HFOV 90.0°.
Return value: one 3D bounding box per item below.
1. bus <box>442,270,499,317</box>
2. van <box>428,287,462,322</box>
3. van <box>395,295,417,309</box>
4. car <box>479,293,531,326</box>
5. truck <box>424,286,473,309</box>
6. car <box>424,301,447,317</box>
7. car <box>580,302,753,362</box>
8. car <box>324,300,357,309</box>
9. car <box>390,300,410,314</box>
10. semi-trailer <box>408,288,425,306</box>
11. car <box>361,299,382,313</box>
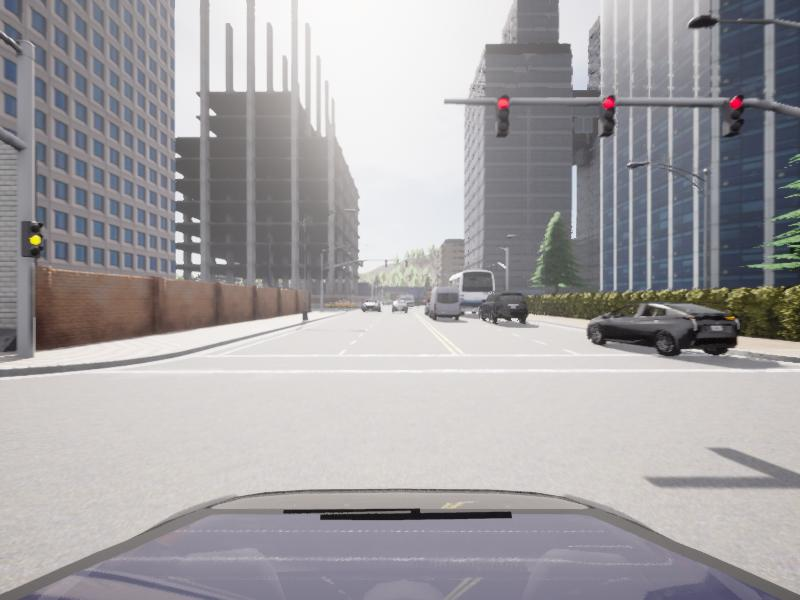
[{"bbox_3d":[6.865,-0.580,40.917,3.944,4.253,10.273,0,0,0],"label":"bus"},{"bbox_3d":[3.497,0.293,32.144,1.988,2.561,5.915,0,0,0],"label":"van"},{"bbox_3d":[0.957,0.282,71.811,2.351,2.431,6.366,0,0,-13],"label":"van"},{"bbox_3d":[6.994,0.547,27.345,2.150,2.045,5.566,0,0,0],"label":"car"},{"bbox_3d":[8.631,-0.421,71.811,8.468,3.827,2.891,0,0,41],"label":"truck"},{"bbox_3d":[3.482,0.827,39.900,1.812,1.442,4.674,0,0,0],"label":"car"},{"bbox_3d":[7.983,0.830,12.654,2.007,1.525,4.514,0,0,-10],"label":"car"},{"bbox_3d":[-10.135,0.719,67.910,5.366,1.575,1.801,0,0,-15],"label":"car"},{"bbox_3d":[-0.017,0.784,46.342,2.128,1.511,4.902,0,0,0],"label":"car"},{"bbox_3d":[4.547,-0.775,106.442,2.717,4.402,14.254,0,0,10],"label":"semi-trailer"},{"bbox_3d":[-3.516,0.701,49.604,2.242,1.667,4.611,0,0,0],"label":"car"}]
